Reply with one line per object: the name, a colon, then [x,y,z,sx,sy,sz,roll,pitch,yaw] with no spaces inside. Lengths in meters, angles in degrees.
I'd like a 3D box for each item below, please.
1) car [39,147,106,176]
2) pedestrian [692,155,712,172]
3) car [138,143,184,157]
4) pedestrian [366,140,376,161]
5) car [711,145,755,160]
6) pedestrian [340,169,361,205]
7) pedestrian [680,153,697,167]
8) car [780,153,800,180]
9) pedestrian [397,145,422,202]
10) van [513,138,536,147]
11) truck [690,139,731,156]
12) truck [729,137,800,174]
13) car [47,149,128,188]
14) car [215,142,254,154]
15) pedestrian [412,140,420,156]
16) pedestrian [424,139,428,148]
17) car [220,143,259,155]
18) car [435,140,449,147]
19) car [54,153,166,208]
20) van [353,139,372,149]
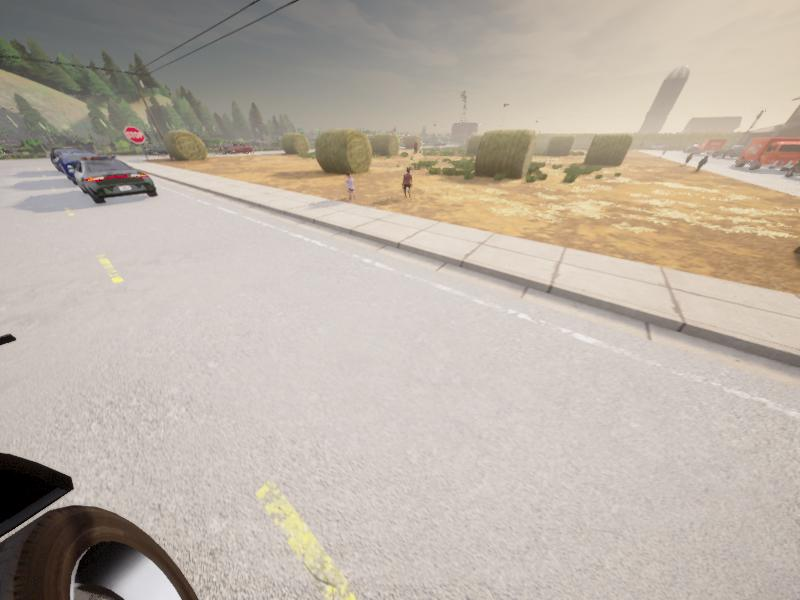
car: [-23.918,-10.197,16.869,4.514,1.525,2.007,23,41,29]
pedestrian: [23.843,-10.769,18.236,0.500,1.100,0.500,-26,43,-32]
car: [-32.237,-20.394,31.290,1.970,1.475,3.806,25,42,31]
pedestrian: [-3.175,-16.277,25.114,0.751,1.860,0.751,-16,38,-22]
car: [49.456,-22.065,34.469,2.152,1.651,5.027,22,40,28]
pedestrian: [-1.863,-4.264,8.722,0.500,1.100,0.500,-16,38,-22]
pedestrian: [27.245,-13.263,21.827,0.500,1.100,0.500,21,40,26]
car: [28.916,-8.994,15.675,1.789,1.549,3.705,22,41,28]
pedestrian: [0.318,-4.919,8.991,0.751,1.860,0.751,-8,36,-12]
van: [41.063,-52.129,76.428,5.915,2.561,1.988,23,41,29]
truck: [56.135,-27.780,41.948,2.627,2.467,5.204,22,40,28]
truck: [33.536,-13.099,20.756,2.627,2.467,5.204,22,41,28]
car: [-18.342,-7.811,13.523,5.008,1.535,1.882,23,41,29]
car: [-26.480,-24.434,37.068,2.007,1.525,4.514,25,42,31]
pedestrian: [2.244,-21.493,32.605,0.751,1.860,0.751,-10,36,-14]
pedestrian: [6.597,-39.592,58.439,0.751,1.860,0.751,-28,44,-34]
car: [-24.139,-22.871,34.912,1.816,1.474,4.193,25,42,31]
car: [13.073,-49.025,72.323,2.097,1.767,4.553,25,42,31]
car: [-12.884,-5.464,10.245,4.974,1.542,2.038,23,41,29]
van: [-8.799,-36.990,54.755,1.775,1.987,4.442,25,42,31]
